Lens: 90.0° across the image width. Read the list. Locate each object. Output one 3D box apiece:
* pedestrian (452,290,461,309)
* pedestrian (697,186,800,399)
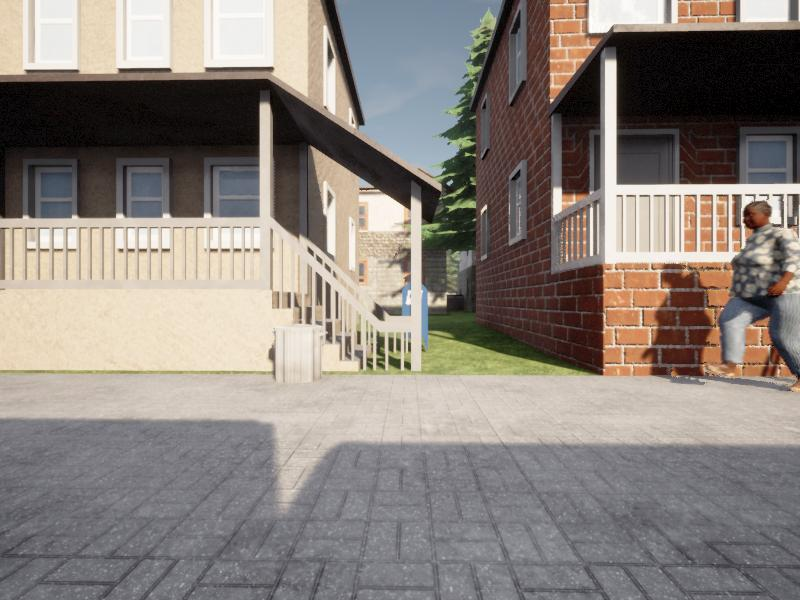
[{"bbox_3d":[5.549,-0.067,39.263,0.751,1.860,0.751,0,0,1],"label":"pedestrian"},{"bbox_3d":[3.525,-0.067,3.869,0.751,1.860,0.751,0,0,1],"label":"pedestrian"}]
